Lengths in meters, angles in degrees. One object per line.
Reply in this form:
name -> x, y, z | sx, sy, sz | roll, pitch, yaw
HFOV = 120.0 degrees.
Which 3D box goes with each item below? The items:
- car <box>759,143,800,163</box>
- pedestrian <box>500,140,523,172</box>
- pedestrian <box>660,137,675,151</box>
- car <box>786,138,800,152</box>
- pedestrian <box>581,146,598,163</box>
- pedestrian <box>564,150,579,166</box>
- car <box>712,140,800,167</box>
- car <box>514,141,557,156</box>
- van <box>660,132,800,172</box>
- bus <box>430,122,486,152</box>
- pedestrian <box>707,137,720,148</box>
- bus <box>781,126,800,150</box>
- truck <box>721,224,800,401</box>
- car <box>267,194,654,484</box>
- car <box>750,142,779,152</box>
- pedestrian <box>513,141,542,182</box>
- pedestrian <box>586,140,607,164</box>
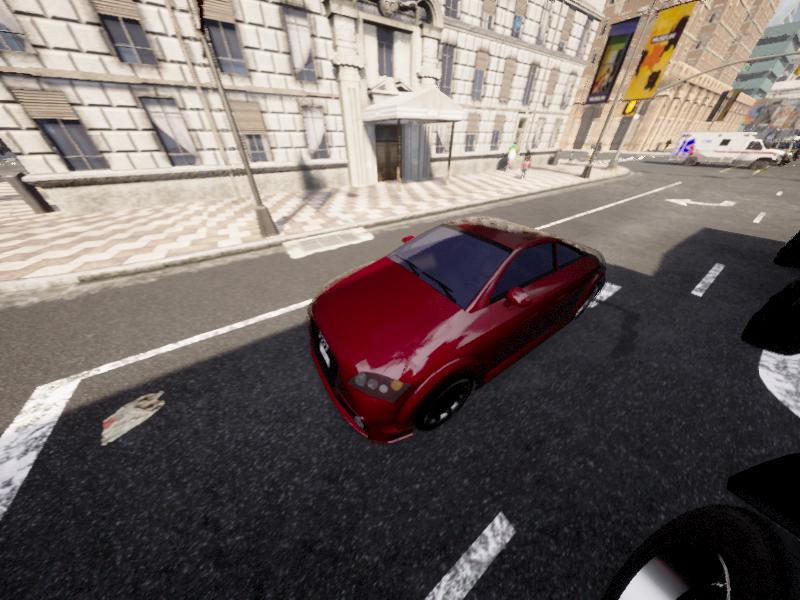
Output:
car -> 40.103, -15.420, 24.140 | 5.008, 1.535, 1.882 | -21, 40, -27
pedestrian -> 7.831, -10.123, 16.254 | 0.751, 1.860, 0.751 | -21, 40, -26
pedestrian -> 43.408, -25.272, 37.468 | 0.751, 1.860, 0.751 | -23, 41, -29
car -> 67.415, -26.090, 38.781 | 3.866, 1.878, 1.905 | -21, 40, -27
pedestrian -> 18.023, -13.849, 21.948 | 0.751, 1.300, 0.751 | 24, 42, 30
pedestrian -> 14.698, -12.224, 19.842 | 0.500, 1.100, 0.500 | -19, 39, -24
car -> 33.124, -13.575, 21.274 | 1.932, 1.855, 4.605 | -6, 35, -11
car -> 19.824, -22.419, 34.042 | 2.242, 1.667, 4.611 | -21, 40, -27
van -> 27.355, -12.638, 19.509 | 2.351, 2.431, 6.366 | -21, 40, -27
bus -> 10.753, -31.466, 44.653 | 3.944, 4.253, 10.273 | -21, 40, -27
pedestrian -> 62.292, -31.316, 45.905 | 0.751, 1.860, 0.751 | -22, 41, -28
bus -> 77.102, -30.718, 43.199 | 10.273, 4.253, 3.944 | -21, 40, -27
truck -> 7.120, -0.508, 2.758 | 6.274, 2.098, 2.390 | -21, 40, -27
car -> 0.917, -0.247, 3.059 | 4.181, 1.385, 1.994 | -21, 40, -27
car -> 60.670, -25.509, 38.487 | 4.718, 1.301, 1.895 | -21, 40, -27
pedestrian -> 7.031, -7.666, 12.783 | 0.751, 1.860, 0.751 | 25, 42, 31
pedestrian -> 19.200, -14.491, 22.627 | 0.751, 1.860, 0.751 | -24, 42, -30
